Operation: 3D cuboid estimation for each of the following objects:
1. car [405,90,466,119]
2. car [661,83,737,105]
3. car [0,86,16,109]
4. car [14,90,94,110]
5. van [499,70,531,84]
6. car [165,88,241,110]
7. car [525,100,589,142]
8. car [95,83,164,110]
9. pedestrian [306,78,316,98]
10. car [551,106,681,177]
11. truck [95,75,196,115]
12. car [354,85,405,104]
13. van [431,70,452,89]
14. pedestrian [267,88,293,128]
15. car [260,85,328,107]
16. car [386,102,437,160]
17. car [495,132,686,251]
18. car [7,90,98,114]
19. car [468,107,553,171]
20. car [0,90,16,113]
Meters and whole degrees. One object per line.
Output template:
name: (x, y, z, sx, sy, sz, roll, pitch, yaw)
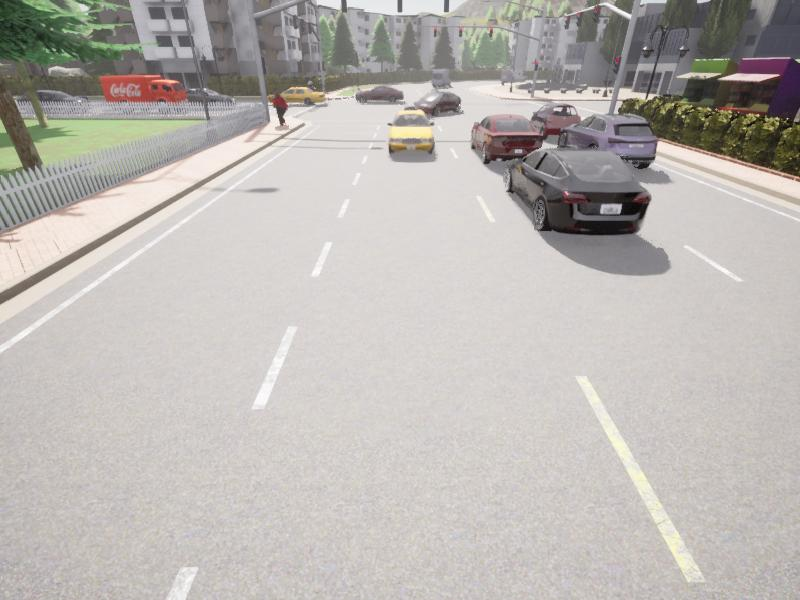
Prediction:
car: (2.631, -14.175, 28.824, 2.163, 1.488, 4.792, 20, 36, 30)
car: (27.785, -19.262, 37.380, 5.027, 1.651, 2.152, 1, 30, 2)
car: (-35.752, -16.849, 33.286, 5.027, 1.651, 2.152, 1, 30, 2)
car: (-28.543, -16.581, 33.147, 4.718, 1.301, 1.895, 1, 30, 2)
van: (23.729, -46.124, 82.576, 6.366, 2.431, 2.351, -20, 36, -30)
car: (-16.000, -16.453, 32.706, 4.902, 1.511, 2.128, 1, 30, 2)
car: (7.580, -8.888, 19.718, 1.845, 1.501, 3.633, 2, 30, 3)
car: (-22.071, -16.723, 32.795, 3.866, 1.878, 1.905, 1, 30, 2)
pedestrian: (-9.186, -21.898, 41.332, 0.751, 1.860, 0.751, -1, 30, -2)
car: (7.418, -5.895, 14.496, 2.033, 1.649, 4.856, 0, 30, 1)
truck: (-18.581, -15.147, 29.520, 5.204, 2.467, 2.627, 1, 30, 2)
car: (-1.927, -19.704, 38.333, 4.674, 1.442, 1.812, 1, 30, 2)
van: (6.799, -35.924, 64.975, 1.988, 2.561, 5.915, 10, 32, 16)
pedestrian: (-6.408, -10.268, 21.413, 0.751, 1.860, 0.751, 11, 32, 18)
car: (-9.310, -18.131, 35.508, 5.366, 1.575, 1.801, 1, 30, 2)
car: (0.445, -7.244, 16.857, 1.801, 1.575, 5.366, 0, 30, 1)
car: (3.868, -2.796, 9.335, 2.163, 1.488, 4.792, 0, 30, 0)
car: (-25.933, -14.854, 29.991, 4.892, 1.490, 1.837, 1, 30, 2)
car: (3.926, -6.273, 15.235, 1.882, 1.535, 5.008, 0, 30, 0)
car: (-32.490, -14.970, 30.193, 4.892, 1.490, 1.837, 1, 30, 2)
